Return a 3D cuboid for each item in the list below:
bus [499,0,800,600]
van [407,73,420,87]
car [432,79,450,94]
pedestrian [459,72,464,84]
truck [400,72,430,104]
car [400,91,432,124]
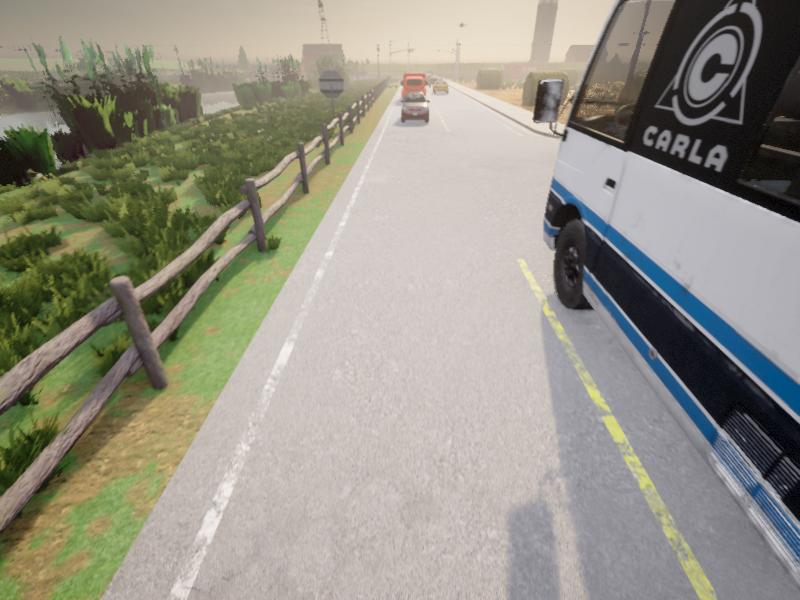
[{"bbox_3d":[3.633,0.019,1.767,3.944,4.253,10.273,1,31,1],"label":"bus"},{"bbox_3d":[2.219,-36.998,67.202,2.069,2.038,4.480,1,30,1],"label":"van"},{"bbox_3d":[5.257,-27.689,51.765,1.801,1.575,5.366,1,30,1],"label":"car"},{"bbox_3d":[11.415,-41.023,73.912,0.751,1.860,0.751,1,30,2],"label":"pedestrian"},{"bbox_3d":[1.359,-20.232,38.123,2.627,2.467,5.204,1,30,1],"label":"truck"},{"bbox_3d":[0.960,-12.258,25.351,1.851,1.617,3.988,1,30,1],"label":"car"}]
